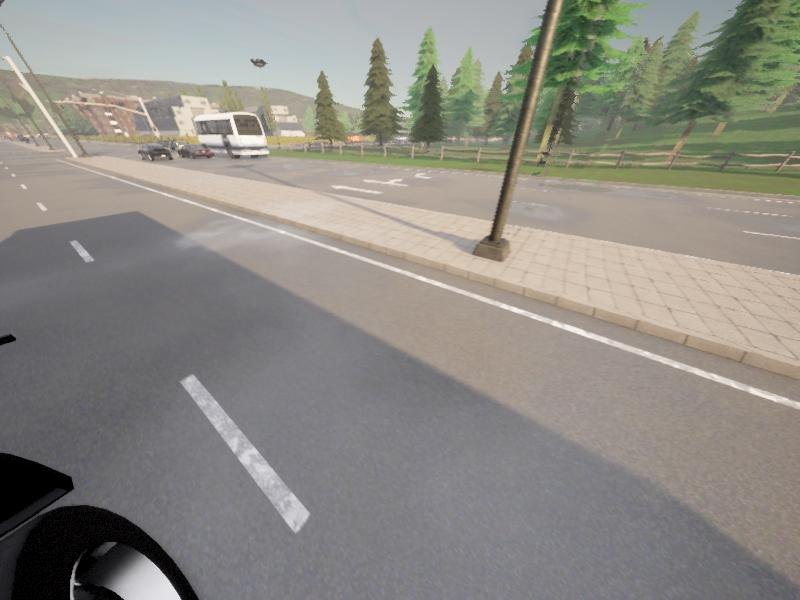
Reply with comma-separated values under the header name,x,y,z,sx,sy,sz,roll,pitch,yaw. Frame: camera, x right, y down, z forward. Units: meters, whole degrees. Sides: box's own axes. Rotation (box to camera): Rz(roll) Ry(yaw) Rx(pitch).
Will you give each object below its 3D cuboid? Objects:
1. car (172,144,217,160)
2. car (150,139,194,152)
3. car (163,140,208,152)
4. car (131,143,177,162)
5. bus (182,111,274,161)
name,x,y,z,sx,sy,sz,roll,pitch,yaw
car,-24.189,-17.456,27.168,5.357,1.411,2.033,21,40,27
car,-39.447,-26.850,40.116,2.033,1.649,4.856,25,42,31
car,-36.069,-25.988,39.012,2.038,1.542,4.974,24,41,30
car,-26.705,-16.048,25.067,4.892,1.490,1.837,21,40,27
bus,-20.576,-19.559,27.702,10.273,4.253,3.944,21,40,27
